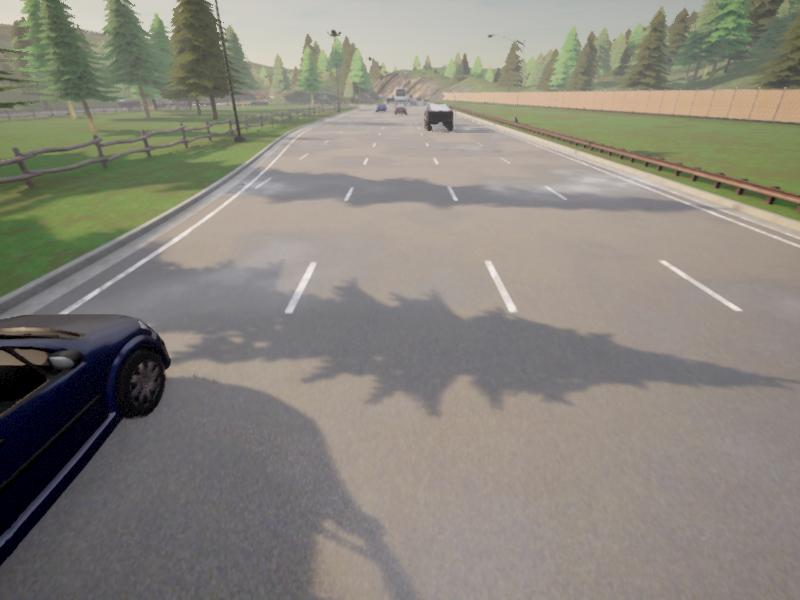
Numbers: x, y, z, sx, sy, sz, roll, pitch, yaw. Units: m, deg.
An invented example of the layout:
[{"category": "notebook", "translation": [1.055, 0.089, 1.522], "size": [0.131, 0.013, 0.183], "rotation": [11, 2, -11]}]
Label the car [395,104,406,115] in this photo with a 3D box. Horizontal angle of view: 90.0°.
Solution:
[{"category": "car", "translation": [0.119, -31.186, 65.384], "size": [1.812, 1.442, 4.674], "rotation": [0, 27, 0]}]

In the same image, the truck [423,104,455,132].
[{"category": "truck", "translation": [3.570, -17.253, 37.671], "size": [2.390, 2.098, 6.274], "rotation": [0, 27, 0]}]

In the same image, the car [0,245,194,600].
[{"category": "car", "translation": [-3.489, 1.051, 2.830], "size": [1.851, 1.617, 3.988], "rotation": [0, 27, 0]}]
